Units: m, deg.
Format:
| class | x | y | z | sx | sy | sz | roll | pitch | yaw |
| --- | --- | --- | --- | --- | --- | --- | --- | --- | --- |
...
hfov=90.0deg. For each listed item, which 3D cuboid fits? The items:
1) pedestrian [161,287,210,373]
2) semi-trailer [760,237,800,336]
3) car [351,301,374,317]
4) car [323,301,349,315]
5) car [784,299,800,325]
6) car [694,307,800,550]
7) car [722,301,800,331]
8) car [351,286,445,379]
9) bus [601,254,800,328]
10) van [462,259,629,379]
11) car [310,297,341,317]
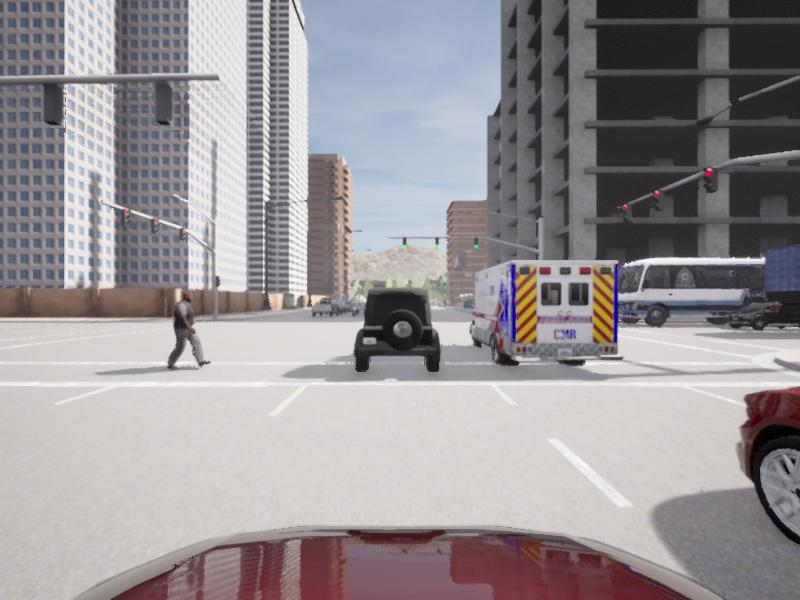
| class | x | y | z | sx | sy | sz | roll | pitch | yaw |
| --- | --- | --- | --- | --- | --- | --- | --- | --- | --- |
| pedestrian | -4.816 | 0.643 | 9.027 | 0.751 | 1.860 | 0.751 | 0 | 0 | -7 |
| semi-trailer | 24.854 | -0.607 | 18.304 | 14.254 | 4.402 | 2.717 | 0 | 0 | 0 |
| car | -3.720 | 0.879 | 40.482 | 1.970 | 1.475 | 3.806 | 0 | 0 | 1 |
| car | -7.162 | 0.880 | 45.335 | 2.163 | 1.488 | 4.792 | 0 | 0 | 1 |
| car | 27.659 | 0.772 | 25.291 | 4.611 | 1.667 | 2.242 | 0 | 0 | 0 |
| car | 3.496 | 0.824 | 0.970 | 1.882 | 1.535 | 5.008 | 0 | 0 | 0 |
| car | 20.156 | 0.828 | 21.827 | 3.705 | 1.549 | 1.789 | 0 | 0 | 0 |
| car | -0.061 | 0.654 | 10.032 | 1.905 | 1.878 | 3.866 | 0 | 0 | 0 |
| bus | 18.794 | -0.519 | 25.213 | 10.273 | 4.253 | 3.944 | 0 | 0 | 0 |
| van | 3.430 | 0.385 | 11.268 | 2.351 | 2.431 | 6.366 | 0 | 0 | -1 |
| car | -7.210 | 0.677 | 39.183 | 1.932 | 1.855 | 4.605 | 0 | 0 | 3 |
